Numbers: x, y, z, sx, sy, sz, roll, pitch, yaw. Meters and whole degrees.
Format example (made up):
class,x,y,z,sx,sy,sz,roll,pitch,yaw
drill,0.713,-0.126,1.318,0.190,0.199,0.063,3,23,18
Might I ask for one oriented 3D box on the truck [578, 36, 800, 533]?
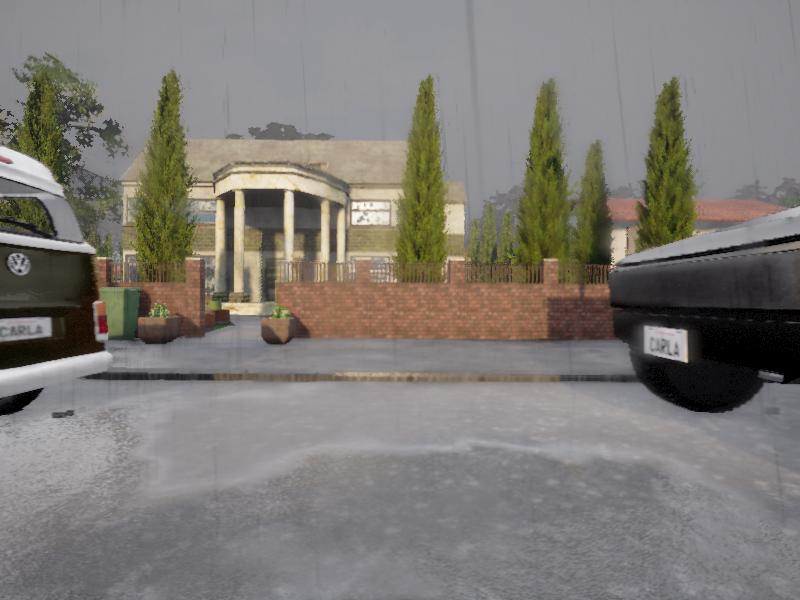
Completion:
class,x,y,z,sx,sy,sz,roll,pitch,yaw
truck,4.830,-0.054,2.583,6.274,2.098,2.390,0,0,0

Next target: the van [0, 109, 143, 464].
class,x,y,z,sx,sy,sz,roll,pitch,yaw
van,-4.535,-0.089,2.529,4.480,2.038,2.069,0,0,0

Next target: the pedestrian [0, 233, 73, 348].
class,x,y,z,sx,sy,sz,roll,pitch,yaw
pedestrian,-6.285,-0.154,6.848,0.751,1.860,0.751,0,0,7
